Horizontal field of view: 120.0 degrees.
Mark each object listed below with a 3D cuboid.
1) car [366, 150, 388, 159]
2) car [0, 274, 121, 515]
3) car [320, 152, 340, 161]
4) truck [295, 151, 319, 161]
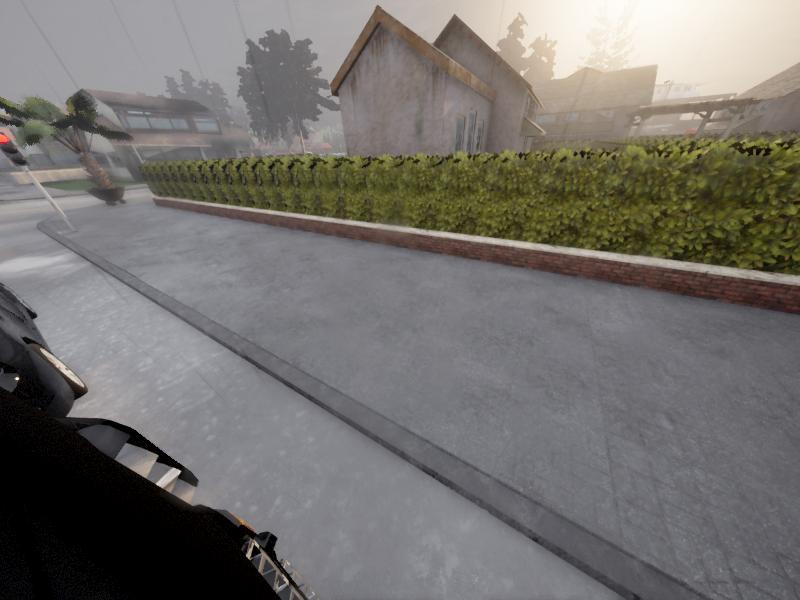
[{"bbox_3d":[-5.743,-36.438,57.736,4.856,1.649,2.033,16,38,26],"label":"car"},{"bbox_3d":[-5.341,0.496,2.211,5.008,1.535,1.882,16,38,26],"label":"car"},{"bbox_3d":[-18.280,-37.411,60.249,4.611,1.667,2.242,16,38,26],"label":"car"},{"bbox_3d":[-25.679,-39.752,63.823,6.274,2.098,2.390,16,38,26],"label":"truck"}]
